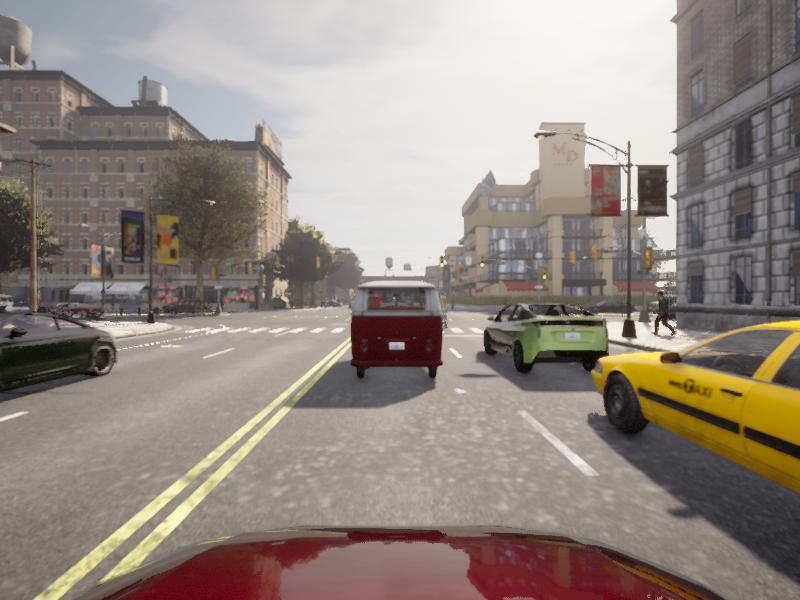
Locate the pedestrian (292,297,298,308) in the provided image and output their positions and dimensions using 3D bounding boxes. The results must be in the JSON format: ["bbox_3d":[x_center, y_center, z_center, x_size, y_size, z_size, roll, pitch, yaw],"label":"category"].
[{"bbox_3d":[-17.351,0.366,66.278,0.751,1.860,0.751,0,0,-2],"label":"pedestrian"}]

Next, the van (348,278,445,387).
[{"bbox_3d":[-0.081,0.582,9.538,1.775,1.987,4.442,0,0,-1],"label":"van"}]

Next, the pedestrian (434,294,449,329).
[{"bbox_3d":[2.199,0.599,21.244,0.751,1.860,0.751,0,0,-1],"label":"pedestrian"}]

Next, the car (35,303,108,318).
[{"bbox_3d":[-27.998,0.883,34.188,4.718,1.301,1.895,0,0,0],"label":"car"}]

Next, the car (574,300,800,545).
[{"bbox_3d":[3.486,0.796,3.207,1.801,1.575,5.366,0,0,0],"label":"car"}]

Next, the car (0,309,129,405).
[{"bbox_3d":[-7.048,0.895,6.872,1.994,1.385,4.181,0,0,-1],"label":"car"}]

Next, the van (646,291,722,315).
[{"bbox_3d":[30.040,0.302,42.487,6.366,2.431,2.351,0,0,0],"label":"van"}]

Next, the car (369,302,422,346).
[{"bbox_3d":[-0.235,0.826,15.712,1.816,1.474,4.193,0,0,-3],"label":"car"}]

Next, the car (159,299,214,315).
[{"bbox_3d":[-22.511,0.681,42.244,4.611,1.667,2.242,0,0,0],"label":"car"}]

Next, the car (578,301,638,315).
[{"bbox_3d":[21.988,0.819,42.442,5.357,1.411,2.033,0,0,0],"label":"car"}]

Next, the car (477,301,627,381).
[{"bbox_3d":[3.414,0.810,10.084,2.007,1.525,4.514,0,0,-1],"label":"car"}]

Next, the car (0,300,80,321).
[{"bbox_3d":[-27.896,0.772,30.688,4.974,1.542,2.038,0,0,0],"label":"car"}]

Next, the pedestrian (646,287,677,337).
[{"bbox_3d":[10.217,0.457,15.622,0.751,1.860,0.751,0,0,-31],"label":"pedestrian"}]

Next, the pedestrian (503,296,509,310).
[{"bbox_3d":[14.072,0.390,53.227,0.751,1.860,0.751,0,0,8],"label":"pedestrian"}]

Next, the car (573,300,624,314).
[{"bbox_3d":[22.705,0.769,45.949,4.792,1.488,2.163,0,0,0],"label":"car"}]
